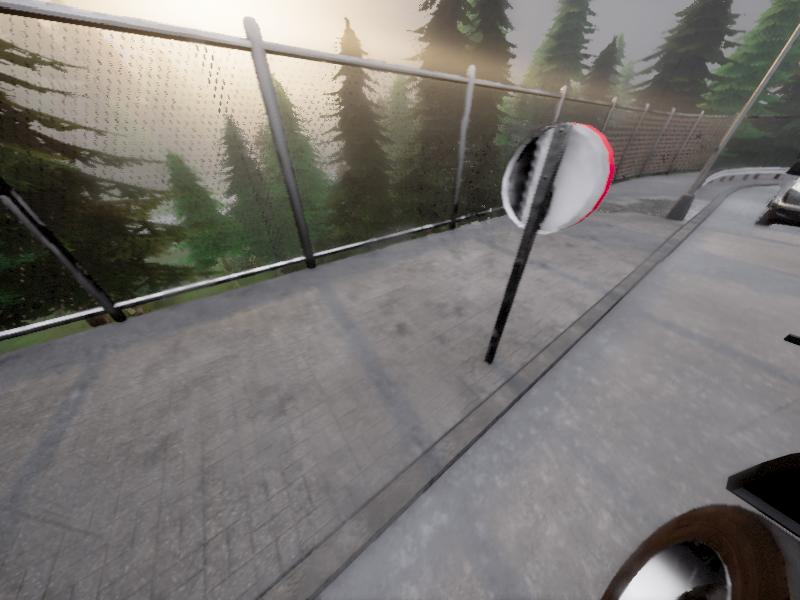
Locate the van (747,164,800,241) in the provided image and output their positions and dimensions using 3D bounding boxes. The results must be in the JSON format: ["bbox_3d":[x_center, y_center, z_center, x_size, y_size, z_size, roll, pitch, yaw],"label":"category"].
[{"bbox_3d":[12.928,-3.503,6.561,5.915,2.561,1.988,-22,41,-27],"label":"van"}]
